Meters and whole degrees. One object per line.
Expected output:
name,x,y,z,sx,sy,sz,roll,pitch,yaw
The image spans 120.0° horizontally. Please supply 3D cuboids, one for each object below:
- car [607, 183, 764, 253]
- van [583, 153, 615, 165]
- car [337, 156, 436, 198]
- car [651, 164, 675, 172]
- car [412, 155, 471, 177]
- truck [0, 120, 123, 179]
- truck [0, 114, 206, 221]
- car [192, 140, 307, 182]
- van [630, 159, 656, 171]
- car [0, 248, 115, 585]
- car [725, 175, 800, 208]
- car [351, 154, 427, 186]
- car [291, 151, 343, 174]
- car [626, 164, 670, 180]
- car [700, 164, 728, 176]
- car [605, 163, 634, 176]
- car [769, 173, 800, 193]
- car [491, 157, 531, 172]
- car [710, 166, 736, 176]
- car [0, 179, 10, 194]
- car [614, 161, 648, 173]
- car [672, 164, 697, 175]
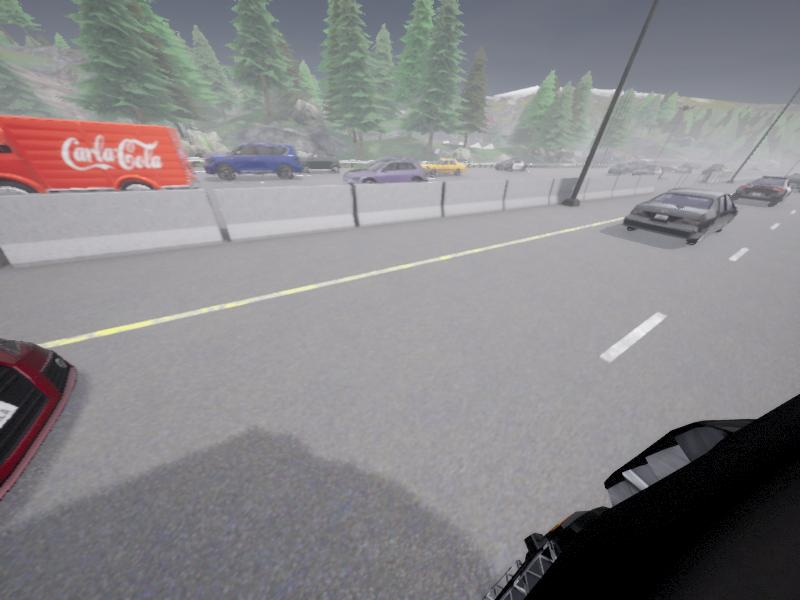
car,9.980,-3.077,8.049,5.357,1.411,2.033,-16,38,-26
van,55.620,-39.461,64.753,1.988,2.561,5.915,-17,38,-26
car,-0.683,-6.789,12.656,4.856,1.649,2.033,-16,38,-26
car,54.783,-27.408,48.041,4.718,1.301,1.895,-16,38,-26
car,3.958,-12.623,21.832,5.366,1.575,1.801,-16,38,-27
truck,-20.036,-8.235,12.666,5.204,2.467,2.627,-15,39,-25
truck,-10.155,-4.356,7.540,5.204,2.467,2.627,-16,38,-26
car,-9.282,-8.936,14.888,5.566,2.045,2.150,-16,38,-26
van,52.721,-29.339,50.137,4.480,2.038,2.069,-16,38,-26
car,-4.495,1.180,0.609,4.181,1.385,1.994,-16,38,-26
car,24.526,-7.398,15.489,4.974,1.542,2.038,-16,38,-26
car,-0.713,-9.045,16.015,4.611,1.667,2.242,-16,38,-26
car,-6.976,-11.659,19.602,3.705,1.549,1.789,-16,38,-26
car,31.243,-16.106,29.104,4.974,1.542,2.038,-16,38,-26
car,58.298,-24.175,42.916,3.866,1.878,1.905,-16,38,-26
car,31.606,-18.838,33.245,3.633,1.501,1.845,-21,40,-31
car,41.102,-12.255,24.012,4.974,1.542,2.038,-16,38,-26
car,14.836,-18.040,30.825,4.974,1.542,2.038,-16,38,-26
car,64.896,-25.974,46.402,5.366,1.575,1.801,-16,38,-26
car,-17.820,-3.982,7.224,5.366,1.575,1.801,-16,38,-26
car,40.093,-23.033,40.053,4.611,1.667,2.242,-15,37,-24
car,55.105,-25.348,44.759,3.988,1.617,1.851,-16,38,-26
